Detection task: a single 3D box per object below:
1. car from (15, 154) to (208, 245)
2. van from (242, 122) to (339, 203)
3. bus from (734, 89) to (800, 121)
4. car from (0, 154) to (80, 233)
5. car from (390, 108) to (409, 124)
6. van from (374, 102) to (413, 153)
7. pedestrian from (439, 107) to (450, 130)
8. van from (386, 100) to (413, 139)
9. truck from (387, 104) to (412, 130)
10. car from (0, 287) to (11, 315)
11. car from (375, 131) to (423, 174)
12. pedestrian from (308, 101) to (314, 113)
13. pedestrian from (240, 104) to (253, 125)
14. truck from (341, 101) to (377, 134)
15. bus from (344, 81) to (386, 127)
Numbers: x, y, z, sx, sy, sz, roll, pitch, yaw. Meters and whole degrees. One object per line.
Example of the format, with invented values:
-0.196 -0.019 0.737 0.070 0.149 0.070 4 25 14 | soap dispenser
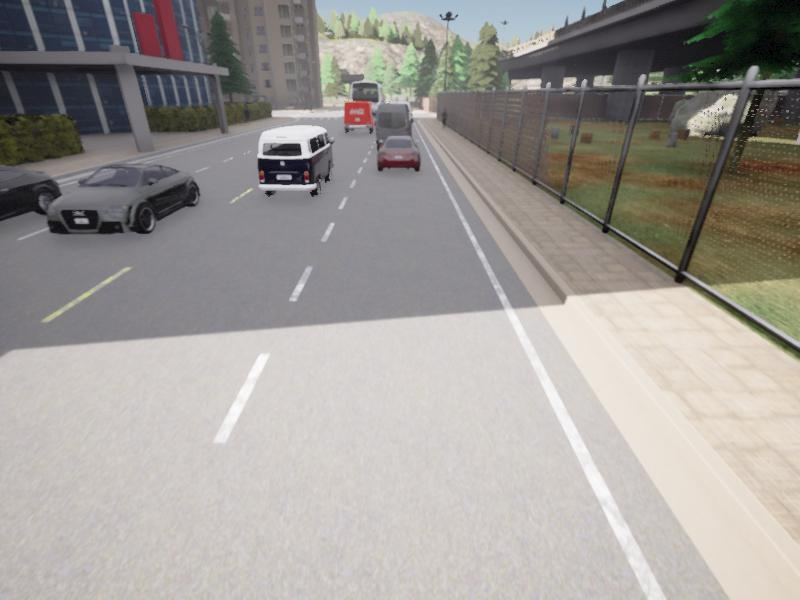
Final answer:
-7.026 -2.799 10.477 1.994 1.385 4.181 0 27 -1 | car
-3.523 -4.952 13.984 2.069 2.038 4.480 0 27 0 | van
58.771 -29.873 61.135 10.273 4.253 3.944 10 29 17 | bus
-10.515 -2.424 9.612 1.812 1.442 4.674 0 27 0 | car
-0.075 -21.957 47.719 2.128 1.511 4.902 0 27 0 | car
-0.304 -11.190 25.632 1.988 2.561 5.915 2 27 3 | van
4.034 -16.477 36.345 0.751 1.860 0.751 -1 27 -2 | pedestrian
-0.046 -15.014 33.081 1.988 2.561 5.915 0 27 0 | van
-0.063 -18.666 40.669 2.390 2.098 6.274 0 27 0 | truck
-7.006 0.432 4.072 1.816 1.474 4.193 0 27 0 | car
-0.037 -6.978 18.718 1.994 1.385 4.181 1 27 0 | car
-15.858 -34.297 71.152 0.751 1.860 0.751 3 27 6 | pedestrian
-15.606 -18.913 40.787 0.751 1.860 0.751 0 27 -1 | pedestrian
-3.554 -16.316 35.631 2.627 2.467 5.204 0 27 0 | truck
-3.686 -22.561 45.845 3.944 4.253 10.273 0 27 0 | bus
